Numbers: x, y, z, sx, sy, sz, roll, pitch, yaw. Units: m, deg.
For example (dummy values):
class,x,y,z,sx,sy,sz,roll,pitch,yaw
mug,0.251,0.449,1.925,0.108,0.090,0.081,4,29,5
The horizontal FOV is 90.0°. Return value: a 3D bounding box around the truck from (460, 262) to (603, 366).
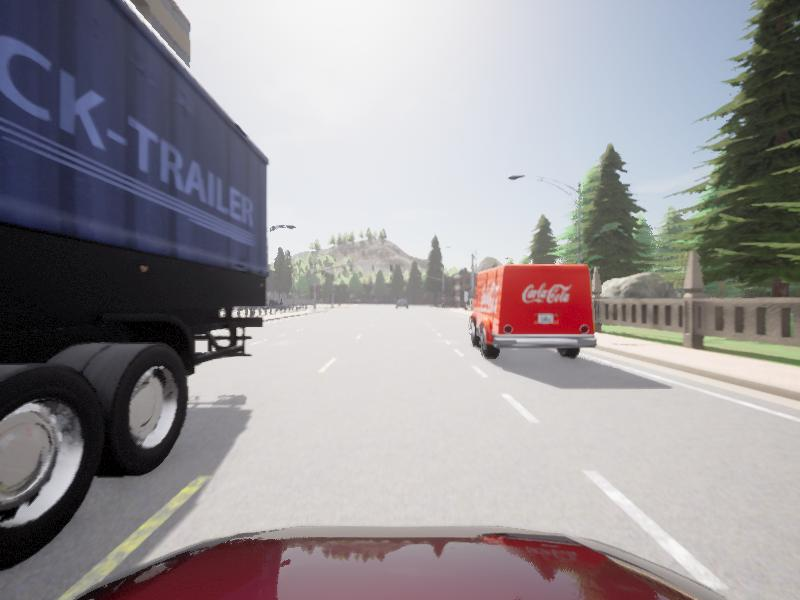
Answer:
class,x,y,z,sx,sy,sz,roll,pitch,yaw
truck,3.502,0.335,12.097,2.627,2.467,5.204,0,0,0
